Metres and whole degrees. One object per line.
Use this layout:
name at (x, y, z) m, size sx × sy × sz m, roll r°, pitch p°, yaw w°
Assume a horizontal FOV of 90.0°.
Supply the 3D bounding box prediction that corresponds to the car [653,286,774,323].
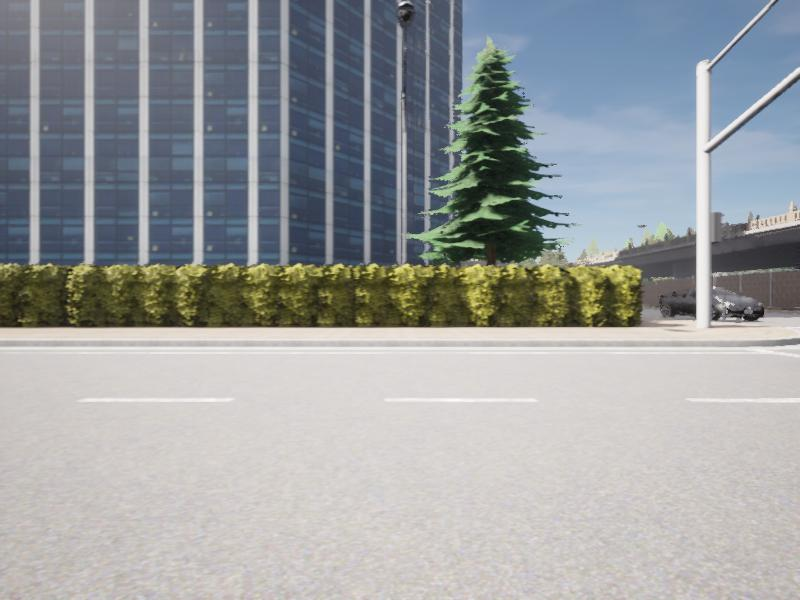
car at (14.104, 0.183, 18.423) m, size 2.007 × 1.525 × 4.514 m, roll 0°, pitch 0°, yaw 0°
